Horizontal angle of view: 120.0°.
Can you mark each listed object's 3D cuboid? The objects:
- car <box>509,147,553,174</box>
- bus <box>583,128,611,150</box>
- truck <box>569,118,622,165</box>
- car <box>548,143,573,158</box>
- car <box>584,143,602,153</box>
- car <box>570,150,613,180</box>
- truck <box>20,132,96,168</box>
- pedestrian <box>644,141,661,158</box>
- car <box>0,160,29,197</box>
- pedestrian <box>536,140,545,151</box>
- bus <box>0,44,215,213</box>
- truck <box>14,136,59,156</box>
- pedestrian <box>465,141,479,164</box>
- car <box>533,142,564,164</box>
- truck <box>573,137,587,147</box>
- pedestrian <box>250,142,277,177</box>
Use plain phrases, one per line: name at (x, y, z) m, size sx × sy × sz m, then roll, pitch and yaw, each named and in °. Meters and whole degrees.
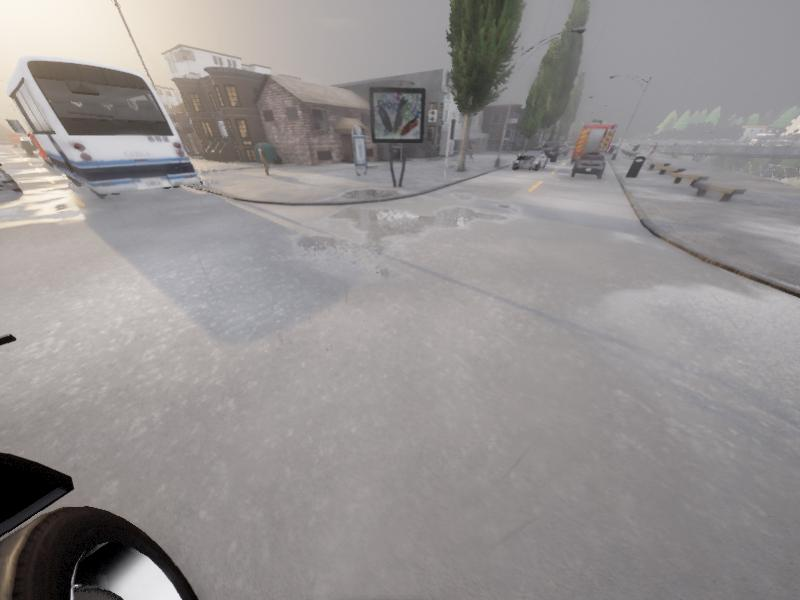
car at (11.052, -11.776, 19.377) m, size 2.038 × 1.542 × 4.974 m, roll 22°, pitch 41°, yaw 28°
bus at (50.879, -41.710, 59.801) m, size 3.944 × 4.253 × 10.273 m, roll 22°, pitch 41°, yaw 28°
truck at (22.109, -17.924, 26.199) m, size 2.891 × 3.827 × 8.468 m, roll 23°, pitch 41°, yaw 29°
car at (23.952, -22.406, 34.486) m, size 2.152 × 1.651 × 5.027 m, roll 22°, pitch 41°, yaw 28°
car at (37.215, -29.351, 44.527) m, size 2.038 × 1.542 × 4.974 m, roll 23°, pitch 41°, yaw 29°
car at (13.794, -9.886, 16.768) m, size 1.816 × 1.474 × 4.193 m, roll 21°, pitch 40°, yaw 27°
truck at (-30.711, -13.561, 20.765) m, size 5.204 × 2.467 × 2.627 m, roll 22°, pitch 41°, yaw 28°
pedestrian at (33.083, -19.681, 30.264) m, size 0.751 × 1.860 × 0.751 m, roll 27°, pitch 43°, yaw 33°
car at (-19.490, -5.802, 10.593) m, size 3.988 × 1.617 × 1.851 m, roll 22°, pitch 40°, yaw 27°
pedestrian at (27.521, -30.342, 45.346) m, size 0.751 × 1.860 × 0.751 m, roll 28°, pitch 44°, yaw 34°
bus at (-14.066, -7.465, 10.703) m, size 10.273 × 4.253 × 3.944 m, roll 22°, pitch 41°, yaw 28°
truck at (-51.183, -21.738, 32.524) m, size 6.274 × 2.098 × 2.390 m, roll 22°, pitch 41°, yaw 28°
pedestrian at (6.992, -14.432, 22.607) m, size 0.751 × 1.860 × 0.751 m, roll -4°, pitch 35°, yaw -6°
car at (16.672, -16.549, 25.886) m, size 1.905 × 1.878 × 3.866 m, roll 22°, pitch 40°, yaw 28°
truck at (57.174, -50.048, 73.233) m, size 2.627 × 2.467 × 5.204 m, roll 22°, pitch 41°, yaw 28°
pedestrian at (-8.554, -8.829, 14.539) m, size 0.751 × 1.860 × 0.751 m, roll -4°, pitch 35°, yaw -6°
